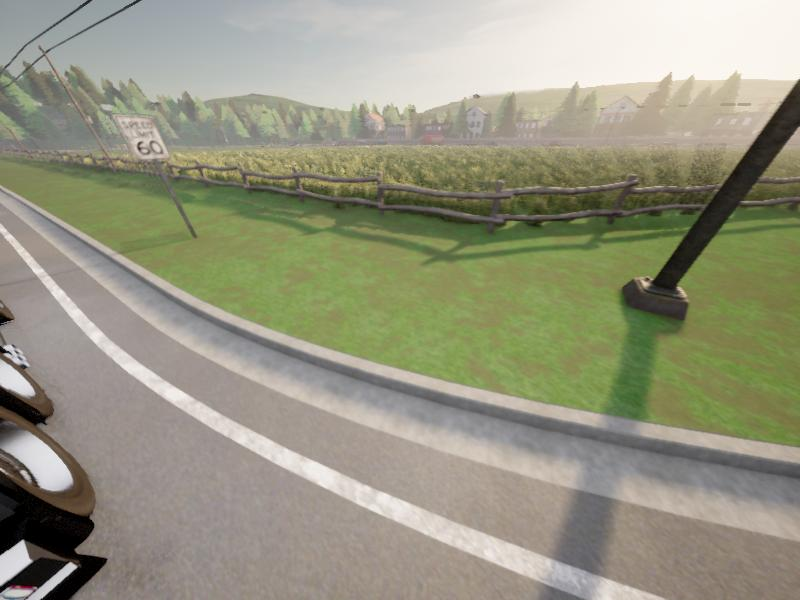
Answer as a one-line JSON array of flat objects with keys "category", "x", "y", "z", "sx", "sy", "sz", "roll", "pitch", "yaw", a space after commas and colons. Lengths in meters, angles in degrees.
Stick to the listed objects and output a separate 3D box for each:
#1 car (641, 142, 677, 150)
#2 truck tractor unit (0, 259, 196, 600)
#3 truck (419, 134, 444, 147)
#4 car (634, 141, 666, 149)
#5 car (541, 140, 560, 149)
[{"category": "car", "x": 60.966, "y": -36.428, "z": 54.489, "sx": 5.366, "sy": 1.575, "sz": 1.801, "roll": 19, "pitch": 39, "yaw": 25}, {"category": "truck tractor unit", "x": -5.107, "y": -0.304, "z": 0.793, "sx": 6.516, "sy": 4.208, "sz": 3.053, "roll": 19, "pitch": 39, "yaw": 25}, {"category": "truck", "x": 11.342, "y": -58.763, "z": 85.065, "sx": 8.468, "sy": 3.827, "sz": 2.891, "roll": 19, "pitch": 39, "yaw": 25}, {"category": "car", "x": 61.900, "y": -38.442, "z": 57.382, "sx": 5.008, "sy": 1.535, "sz": 1.882, "roll": 19, "pitch": 39, "yaw": 25}, {"category": "car", "x": 39.944, "y": -41.327, "z": 61.442, "sx": 3.866, "sy": 1.878, "sz": 1.905, "roll": 19, "pitch": 39, "yaw": 25}]
